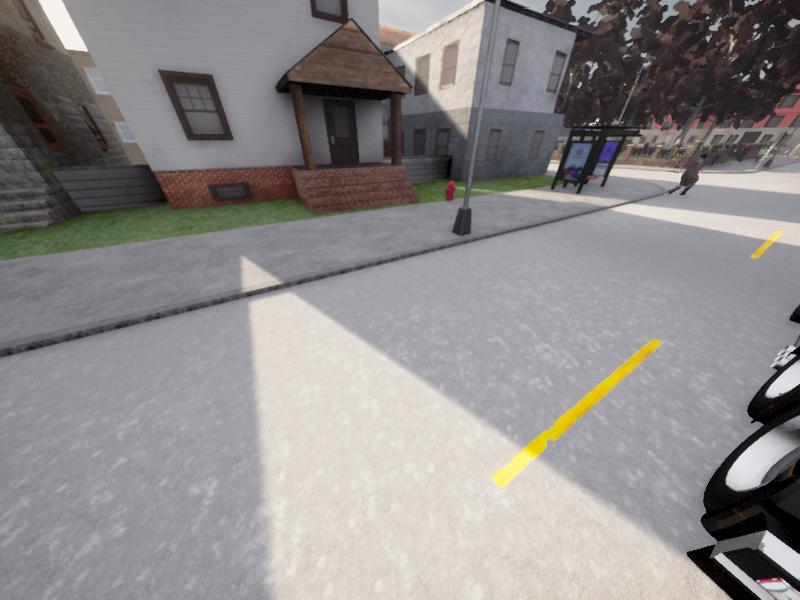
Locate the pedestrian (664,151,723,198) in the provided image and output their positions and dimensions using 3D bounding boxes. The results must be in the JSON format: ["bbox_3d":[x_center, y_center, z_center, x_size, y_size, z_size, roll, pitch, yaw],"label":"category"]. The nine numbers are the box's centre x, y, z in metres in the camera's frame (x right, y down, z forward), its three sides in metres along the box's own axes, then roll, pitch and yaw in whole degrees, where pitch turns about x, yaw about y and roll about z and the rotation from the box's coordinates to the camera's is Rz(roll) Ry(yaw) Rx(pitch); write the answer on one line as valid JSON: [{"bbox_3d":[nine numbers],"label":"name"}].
[{"bbox_3d":[13.766,-5.945,10.937,0.751,1.860,0.751,12,37,17],"label":"pedestrian"}]

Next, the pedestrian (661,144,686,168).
[{"bbox_3d":[25.222,-13.271,21.333,0.751,1.860,0.751,-28,44,-34],"label":"pedestrian"}]

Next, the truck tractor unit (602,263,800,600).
[{"bbox_3d":[5.112,-0.296,0.793,6.516,4.208,3.053,-18,39,-24],"label":"truck tractor unit"}]

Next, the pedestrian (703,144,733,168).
[{"bbox_3d":[29.967,-13.567,21.785,0.751,1.860,0.751,-19,39,-26],"label":"pedestrian"}]
